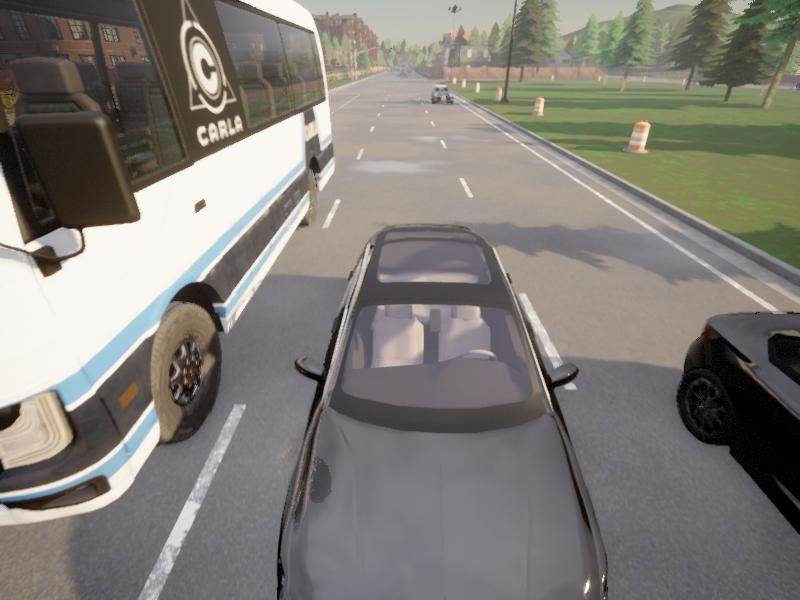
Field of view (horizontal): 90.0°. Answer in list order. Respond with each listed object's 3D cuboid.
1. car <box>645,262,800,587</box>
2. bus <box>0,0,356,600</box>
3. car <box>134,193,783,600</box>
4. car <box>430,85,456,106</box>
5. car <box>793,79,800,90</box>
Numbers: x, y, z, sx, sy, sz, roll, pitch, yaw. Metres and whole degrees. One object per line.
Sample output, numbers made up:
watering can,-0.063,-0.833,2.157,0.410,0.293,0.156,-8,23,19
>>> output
car,3.597,1.346,2.228,1.816,1.474,4.193,0,30,0
bus,-3.257,-2.391,5.859,3.944,4.253,10.273,0,30,0
car,0.287,0.446,3.730,2.128,1.511,4.902,1,30,2
car,3.809,-18.633,36.321,1.970,1.475,3.806,0,30,0
car,58.544,-30.261,56.335,1.895,1.301,4.718,0,30,0
